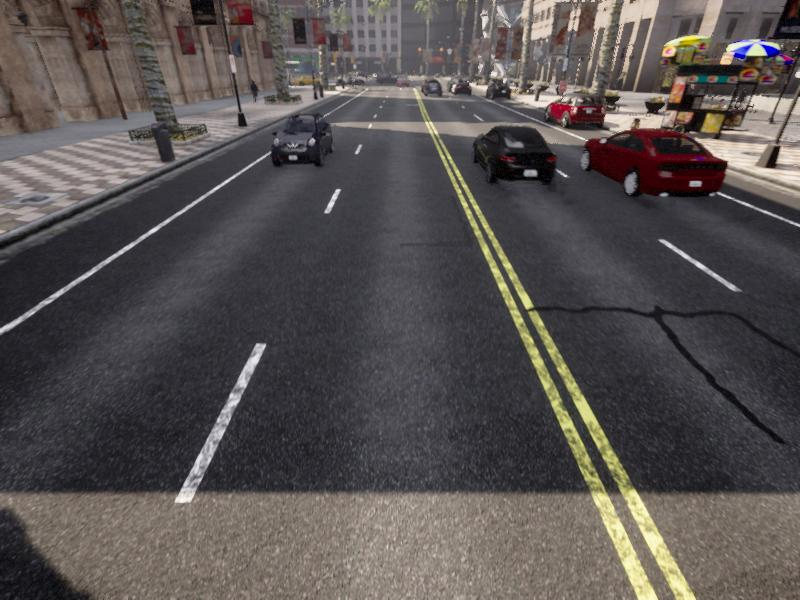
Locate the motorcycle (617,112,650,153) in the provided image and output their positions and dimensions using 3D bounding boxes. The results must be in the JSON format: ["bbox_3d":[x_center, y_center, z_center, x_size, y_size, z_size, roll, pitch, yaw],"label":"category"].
[{"bbox_3d":[9.962,-7.168,17.026,0.764,1.277,2.356,16,34,26],"label":"motorcycle"}]

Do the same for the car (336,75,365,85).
[{"bbox_3d":[-8.811,-39.543,71.997,4.974,1.542,2.038,-2,30,-4],"label":"car"}]

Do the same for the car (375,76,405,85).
[{"bbox_3d":[-1.905,-41.321,75.171,5.357,1.411,2.033,-20,36,-30],"label":"car"}]

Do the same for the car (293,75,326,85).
[{"bbox_3d":[-16.224,-39.393,71.686,5.366,1.575,1.801,0,30,0],"label":"car"}]

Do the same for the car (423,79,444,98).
[{"bbox_3d":[3.799,-24.417,46.076,2.033,1.649,4.856,0,30,1],"label":"car"}]

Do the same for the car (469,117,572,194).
[{"bbox_3d":[3.511,-4.729,12.636,1.812,1.442,4.674,0,31,0],"label":"car"}]

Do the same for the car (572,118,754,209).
[{"bbox_3d":[7.011,-4.138,11.537,1.882,1.535,5.008,0,30,0],"label":"car"}]

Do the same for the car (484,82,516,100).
[{"bbox_3d":[10.438,-22.093,42.259,2.163,1.488,4.792,0,30,0],"label":"car"}]

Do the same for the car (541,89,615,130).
[{"bbox_3d":[10.117,-11.130,23.230,2.185,1.767,4.553,0,30,0],"label":"car"}]

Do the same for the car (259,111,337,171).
[{"bbox_3d":[-3.486,-5.836,14.440,1.845,1.501,3.633,0,30,0],"label":"car"}]

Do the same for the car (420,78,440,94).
[{"bbox_3d":[3.877,-27.890,51.963,2.242,1.667,4.611,0,30,0],"label":"car"}]

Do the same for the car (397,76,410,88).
[{"bbox_3d":[0.561,-36.146,66.248,2.163,1.488,4.792,0,30,1],"label":"car"}]

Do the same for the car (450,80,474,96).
[{"bbox_3d":[7.319,-25.237,47.573,2.038,1.542,4.974,0,30,0],"label":"car"}]

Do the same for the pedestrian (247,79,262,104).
[{"bbox_3d":[-12.648,-18.152,34.791,0.751,1.860,0.751,0,30,0],"label":"pedestrian"}]

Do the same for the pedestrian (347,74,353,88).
[{"bbox_3d":[-7.369,-32.324,59.007,0.751,1.860,0.751,-6,31,-11],"label":"pedestrian"}]

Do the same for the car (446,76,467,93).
[{"bbox_3d":[7.389,-28.519,52.917,2.097,1.767,4.553,0,30,1],"label":"car"}]
